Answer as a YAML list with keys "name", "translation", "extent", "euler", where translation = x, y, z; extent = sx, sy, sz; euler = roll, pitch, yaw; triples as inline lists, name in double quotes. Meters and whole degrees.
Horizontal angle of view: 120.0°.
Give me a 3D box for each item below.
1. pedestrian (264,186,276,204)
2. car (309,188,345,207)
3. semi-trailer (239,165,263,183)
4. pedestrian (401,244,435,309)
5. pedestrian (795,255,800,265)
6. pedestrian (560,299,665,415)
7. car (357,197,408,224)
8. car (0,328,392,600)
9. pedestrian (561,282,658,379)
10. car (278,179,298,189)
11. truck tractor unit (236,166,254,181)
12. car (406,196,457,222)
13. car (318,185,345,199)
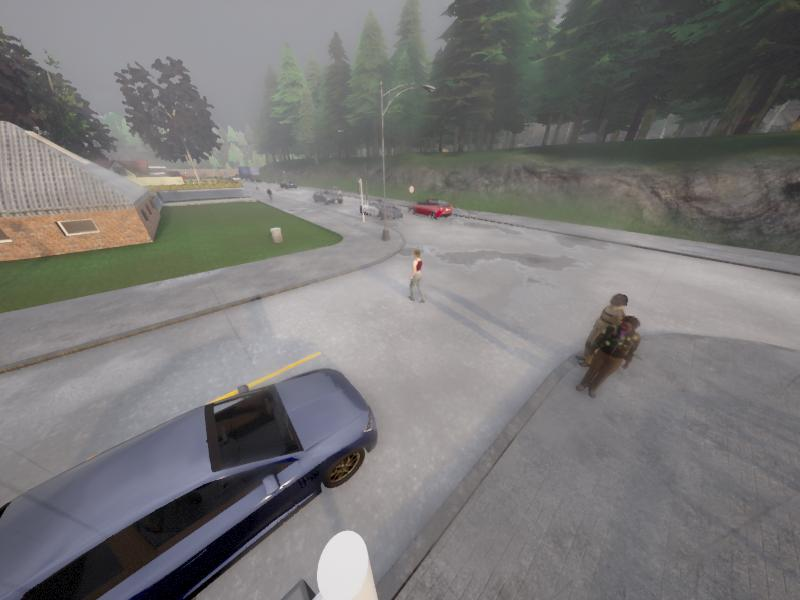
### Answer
- name: "pedestrian"
  translation: [-16.040, -12.967, 28.556]
  extent: [0.751, 1.860, 0.751]
  euler: [-23, 37, -34]
- name: "car"
  translation: [-9.120, -12.813, 28.784]
  extent: [2.152, 1.651, 5.027]
  euler: [-23, 37, -34]
- name: "semi-trailer"
  translation: [-47.351, -39.952, 72.988]
  extent: [2.717, 4.402, 14.254]
  euler: [-23, 37, -34]
- name: "pedestrian"
  translation: [0.560, -0.781, 7.656]
  extent: [0.751, 1.860, 0.751]
  euler: [-19, 35, -30]
- name: "pedestrian"
  translation: [19.106, -2.422, 10.290]
  extent: [0.751, 1.860, 0.751]
  euler: [-22, 37, -33]
- name: "pedestrian"
  translation: [3.798, 1.044, 4.252]
  extent: [0.751, 1.860, 0.751]
  euler: [-25, 39, -37]
- name: "car"
  translation: [-1.669, -8.325, 21.105]
  extent: [2.038, 1.542, 4.974]
  euler: [-23, 37, -34]
- name: "car"
  translation: [-2.328, 2.183, 2.956]
  extent: [4.193, 1.474, 1.816]
  euler: [-23, 37, -34]
- name: "pedestrian"
  translation: [4.288, 0.653, 4.929]
  extent: [0.751, 1.860, 0.751]
  euler: [9, 31, 16]
- name: "car"
  translation: [-24.097, -24.897, 49.664]
  extent: [2.242, 1.667, 4.611]
  euler: [-25, 38, -36]
- name: "truck tractor unit"
  translation: [-52.445, -42.892, 78.295]
  extent: [3.053, 4.208, 6.516]
  euler: [-23, 37, -34]
- name: "car"
  translation: [2.788, -8.632, 21.637]
  extent: [2.007, 1.525, 4.514]
  euler: [-21, 36, -32]
- name: "car"
  translation: [-10.669, -16.808, 35.798]
  extent: [2.007, 1.525, 4.514]
  euler: [-23, 37, -34]
